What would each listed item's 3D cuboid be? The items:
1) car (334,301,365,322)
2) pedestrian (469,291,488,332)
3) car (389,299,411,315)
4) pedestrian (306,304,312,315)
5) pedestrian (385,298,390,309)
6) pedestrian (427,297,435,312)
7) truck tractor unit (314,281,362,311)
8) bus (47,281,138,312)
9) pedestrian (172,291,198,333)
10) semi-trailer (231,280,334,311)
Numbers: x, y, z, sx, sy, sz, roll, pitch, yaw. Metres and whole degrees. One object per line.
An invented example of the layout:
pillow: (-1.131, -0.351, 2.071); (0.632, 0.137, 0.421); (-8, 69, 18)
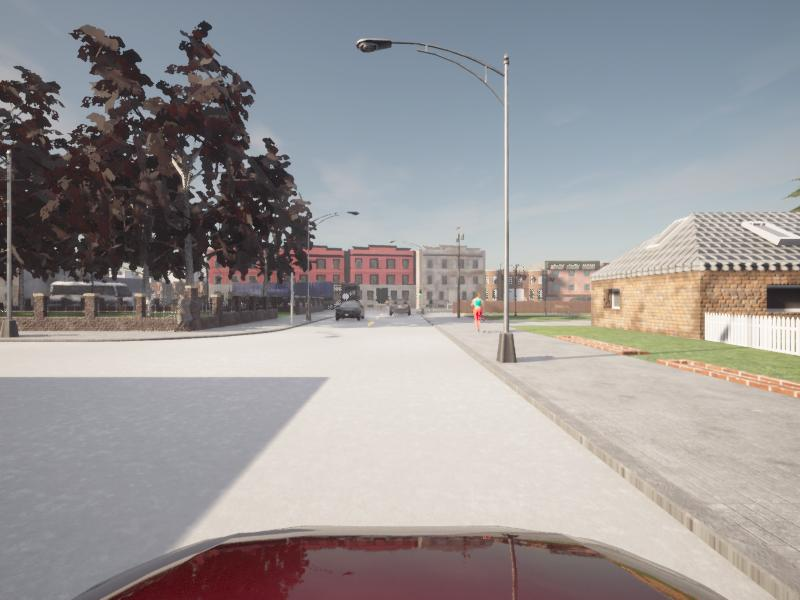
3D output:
car: (-3.932, 0.823, 32.016); (1.882, 1.535, 5.008); (0, 0, 0)
pedestrian: (3.614, 0.533, 18.523); (0.751, 1.860, 0.751); (0, 0, 1)
car: (0.030, 0.755, 43.634); (2.242, 1.667, 4.611); (0, 0, 0)
pedestrian: (-9.200, 0.914, 40.282); (0.500, 1.100, 0.500); (0, 0, 1)
pedestrian: (-2.063, 0.533, 67.077); (0.751, 1.860, 0.751); (0, 0, 1)
pedestrian: (3.706, 0.524, 48.439); (0.751, 1.860, 0.751); (0, 0, -14)
truck tractor unit: (-9.002, -0.518, 58.381); (6.516, 4.208, 3.053); (0, 0, 0)
bus: (-44.765, -0.539, 58.493); (10.273, 4.253, 3.944); (1, 0, 0)
pedestrian: (-9.865, 0.534, 18.353); (0.751, 1.860, 0.751); (0, 0, 11)
semi-trailer: (-16.915, -0.617, 58.378); (14.254, 4.402, 2.717); (0, 0, 0)
